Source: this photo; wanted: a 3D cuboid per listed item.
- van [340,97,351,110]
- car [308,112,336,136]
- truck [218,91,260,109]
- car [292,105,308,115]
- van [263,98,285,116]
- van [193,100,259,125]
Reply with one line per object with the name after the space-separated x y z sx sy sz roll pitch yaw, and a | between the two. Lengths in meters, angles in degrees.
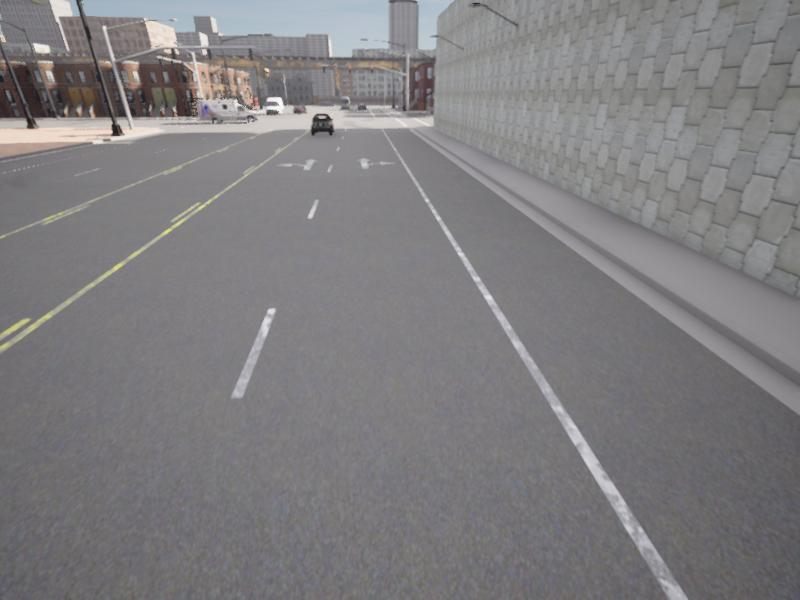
-11.909 -43.151 87.724 1.988 2.561 5.915 -3 27 -5 | van
-6.537 -14.899 33.823 1.851 1.617 3.988 -2 27 -4 | car
-38.717 -48.289 96.371 8.468 3.827 2.891 -2 27 -4 | truck
-16.874 -32.065 67.471 1.994 1.385 4.181 -2 27 -4 | car
-20.068 -30.902 63.938 1.988 2.561 5.915 -2 27 -4 | van
-19.758 -21.588 45.958 6.366 2.431 2.351 -7 28 -12 | van
